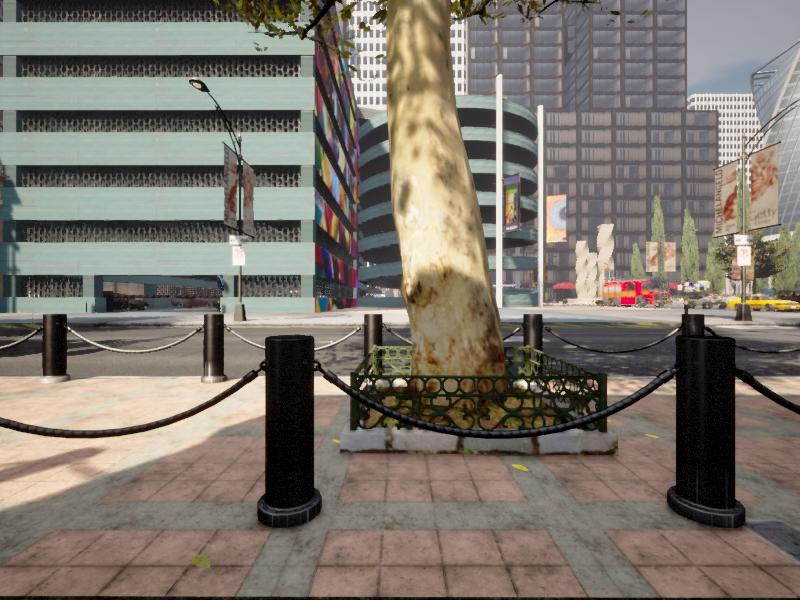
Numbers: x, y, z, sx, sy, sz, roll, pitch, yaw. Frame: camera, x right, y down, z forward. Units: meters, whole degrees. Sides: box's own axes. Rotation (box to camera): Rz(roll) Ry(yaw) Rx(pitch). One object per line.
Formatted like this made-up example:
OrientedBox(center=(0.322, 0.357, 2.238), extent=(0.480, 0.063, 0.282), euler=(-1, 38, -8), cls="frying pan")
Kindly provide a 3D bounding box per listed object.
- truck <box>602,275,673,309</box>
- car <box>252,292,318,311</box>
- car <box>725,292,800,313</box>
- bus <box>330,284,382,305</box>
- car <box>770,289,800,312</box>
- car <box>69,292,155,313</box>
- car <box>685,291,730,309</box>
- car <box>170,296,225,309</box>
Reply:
OrientedBox(center=(29.717, -0.921, 50.621), extent=(2.891, 3.827, 8.468), euler=(0, 0, -10), cls="truck")
OrientedBox(center=(-9.593, 0.117, 33.684), extent=(4.902, 1.511, 2.128), euler=(0, 0, 0), cls="car")
OrientedBox(center=(30.029, 0.201, 33.190), extent=(1.801, 1.575, 5.366), euler=(0, 0, 0), cls="car")
OrientedBox(center=(-8.776, -1.138, 81.126), extent=(10.273, 4.253, 3.944), euler=(0, 0, 0), cls="bus")
OrientedBox(center=(33.518, 0.046, 33.266), extent=(1.905, 1.878, 3.866), euler=(0, 0, 0), cls="car")
OrientedBox(center=(-21.193, 0.157, 29.591), extent=(4.786, 1.482, 2.161), euler=(0, 0, 0), cls="car")
OrientedBox(center=(33.487, 0.047, 43.742), extent=(1.905, 1.878, 3.866), euler=(0, 0, -1), cls="car")
OrientedBox(center=(-20.752, 0.207, 41.191), extent=(4.718, 1.301, 1.895), euler=(0, 0, 0), cls="car")
